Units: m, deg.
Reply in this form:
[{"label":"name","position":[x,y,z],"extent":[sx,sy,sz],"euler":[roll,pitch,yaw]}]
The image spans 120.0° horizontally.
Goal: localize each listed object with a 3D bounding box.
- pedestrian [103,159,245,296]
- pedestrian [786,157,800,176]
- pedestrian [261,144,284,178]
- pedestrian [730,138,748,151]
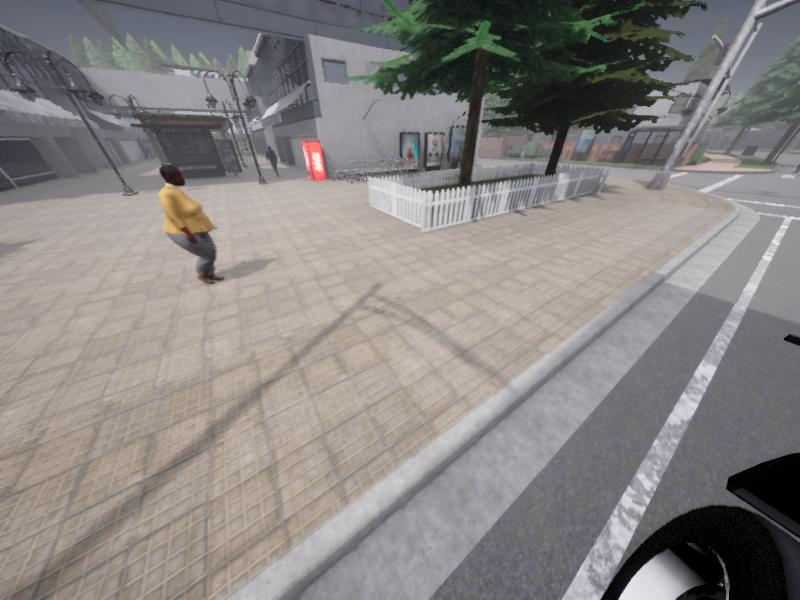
[{"label":"pedestrian","position":[-3.298,-1.115,3.661],"extent":[0.751,1.860,0.751],"euler":[-14,37,-18]},{"label":"pedestrian","position":[26.859,-9.210,15.082],"extent":[0.751,1.860,0.751],"euler":[23,41,30]},{"label":"pedestrian","position":[-8.428,-9.238,15.315],"extent":[0.751,1.860,0.751],"euler":[-21,40,-27]},{"label":"pedestrian","position":[58.447,-26.745,39.810],"extent":[0.751,1.860,0.751],"euler":[10,36,14]}]
